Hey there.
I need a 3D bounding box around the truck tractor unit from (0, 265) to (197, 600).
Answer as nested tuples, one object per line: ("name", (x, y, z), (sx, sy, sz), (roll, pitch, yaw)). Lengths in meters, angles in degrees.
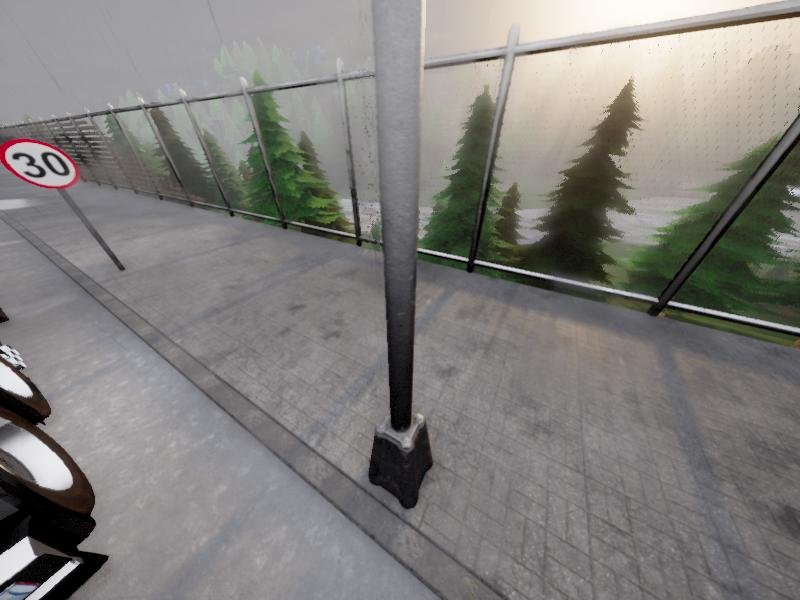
("truck tractor unit", (-5.111, -0.302, 0.775), (6.516, 4.208, 3.053), (18, 39, 24))
